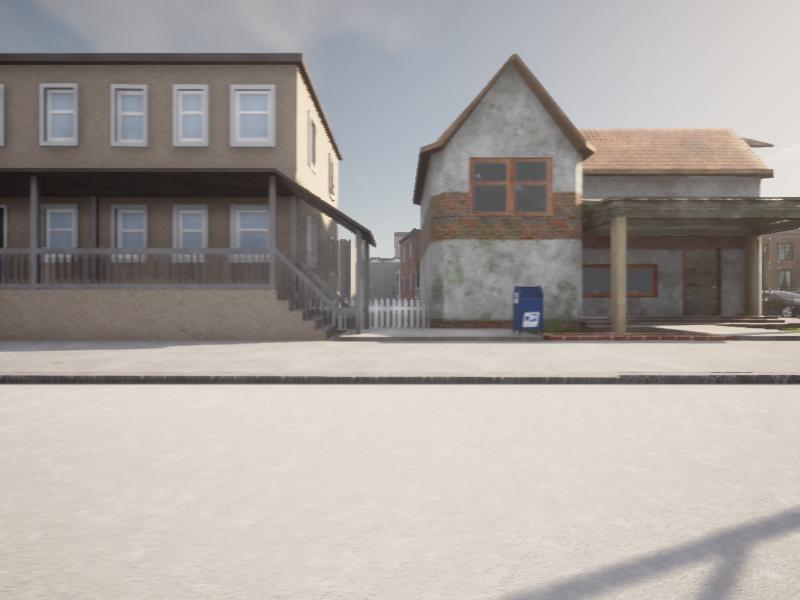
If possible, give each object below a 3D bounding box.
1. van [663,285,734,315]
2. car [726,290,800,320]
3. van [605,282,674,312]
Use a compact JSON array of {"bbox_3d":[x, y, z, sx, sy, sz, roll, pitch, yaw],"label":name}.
[{"bbox_3d":[21.105,-0.003,28.585,1.775,1.987,4.442,0,0,0],"label":"van"},{"bbox_3d":[21.102,0.243,22.349,1.837,1.490,4.892,0,0,0],"label":"car"},{"bbox_3d":[21.106,-0.224,35.756,2.351,2.431,6.366,0,0,0],"label":"van"}]
